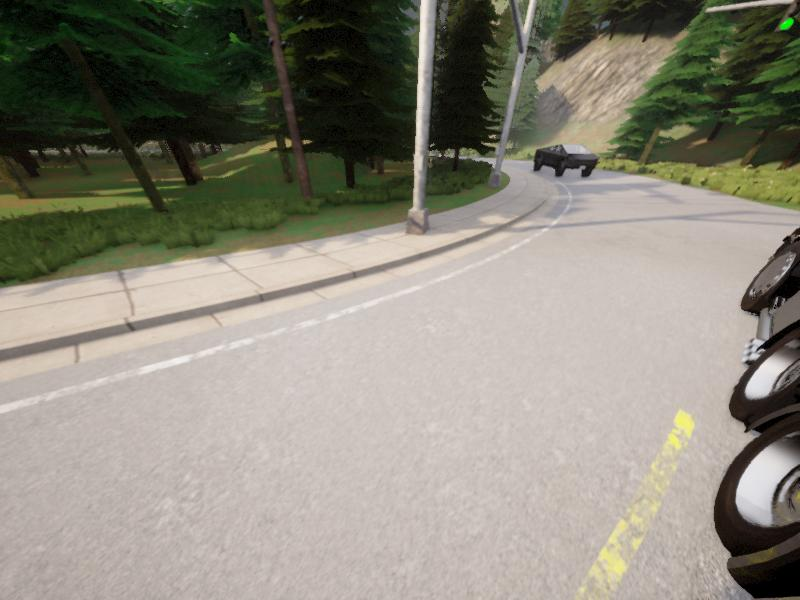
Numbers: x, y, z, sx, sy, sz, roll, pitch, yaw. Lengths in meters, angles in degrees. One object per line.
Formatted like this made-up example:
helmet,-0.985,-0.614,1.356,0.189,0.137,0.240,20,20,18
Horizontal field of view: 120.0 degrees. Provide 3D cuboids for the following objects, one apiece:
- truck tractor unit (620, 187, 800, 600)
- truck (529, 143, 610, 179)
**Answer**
truck tractor unit,4.971,-0.419,0.959,6.516,4.208,3.053,-24,41,-30
truck,13.330,-11.526,18.934,2.390,2.098,6.274,3,35,3
